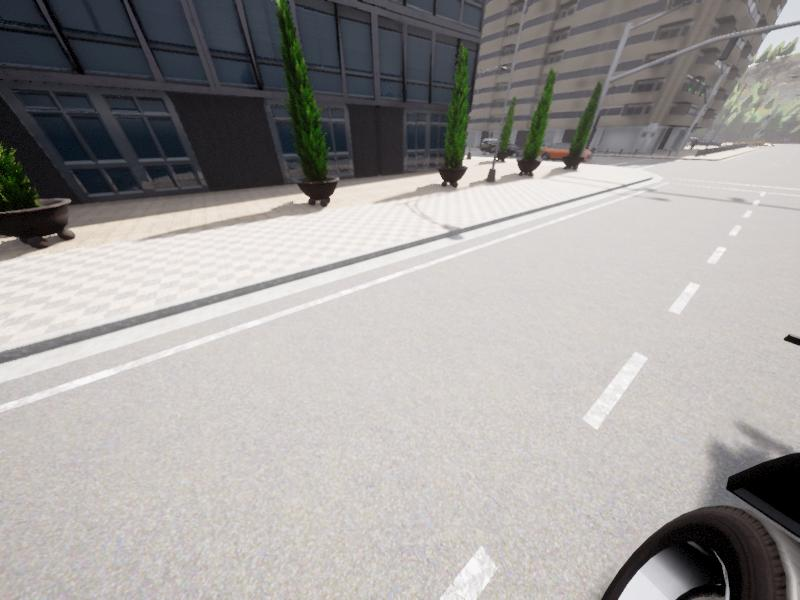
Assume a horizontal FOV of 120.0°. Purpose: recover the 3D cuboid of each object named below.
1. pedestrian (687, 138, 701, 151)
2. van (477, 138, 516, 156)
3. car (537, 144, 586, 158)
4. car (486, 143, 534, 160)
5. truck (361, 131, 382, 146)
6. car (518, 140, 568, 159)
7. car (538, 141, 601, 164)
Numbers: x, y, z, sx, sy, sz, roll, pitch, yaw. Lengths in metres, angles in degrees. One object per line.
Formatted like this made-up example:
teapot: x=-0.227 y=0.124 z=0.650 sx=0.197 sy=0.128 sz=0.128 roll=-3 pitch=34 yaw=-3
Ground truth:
pedestrian: x=49.994 y=-26.471 z=39.319 sx=0.751 sy=1.860 sz=0.751 roll=-29 pitch=44 yaw=-34
van: x=13.852 y=-22.123 z=33.398 sx=2.069 sy=2.038 sz=4.480 roll=-22 pitch=40 yaw=-28
car: x=20.938 y=-19.524 z=30.187 sx=1.812 sy=1.442 sz=4.674 roll=-22 pitch=40 yaw=-28
car: x=13.546 y=-18.607 z=28.867 sx=2.128 sy=1.511 sz=4.902 roll=-22 pitch=40 yaw=-27
truck: x=-8.957 y=-51.321 z=73.517 sx=2.891 sy=3.827 sz=8.468 roll=12 pitch=36 yaw=16
car: x=17.701 y=-18.847 z=28.865 sx=1.932 sy=1.855 sz=4.605 roll=-22 pitch=40 yaw=-28
car: x=17.474 y=-15.431 z=24.089 sx=2.097 sy=1.767 sz=4.553 roll=-21 pitch=40 yaw=-27
